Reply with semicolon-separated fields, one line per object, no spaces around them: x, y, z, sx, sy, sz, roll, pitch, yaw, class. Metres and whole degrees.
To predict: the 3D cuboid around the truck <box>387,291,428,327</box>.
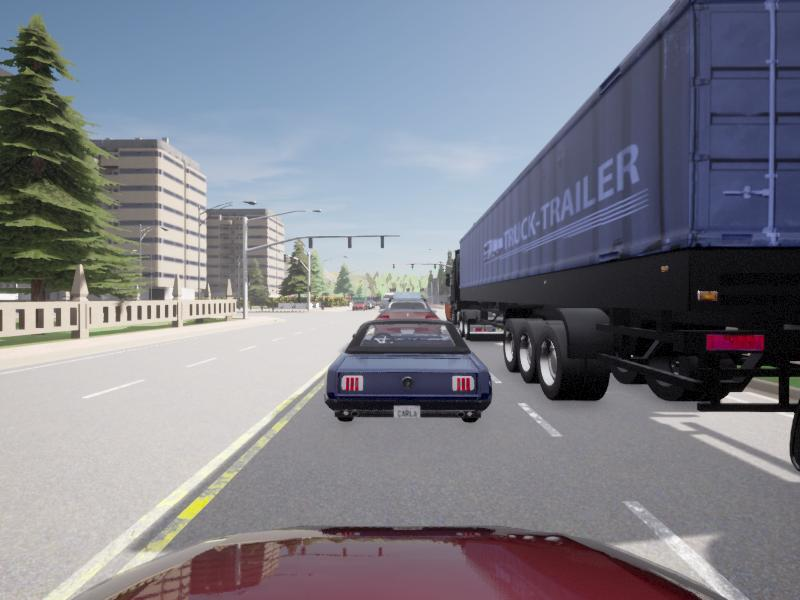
0.496;0.542;26.444;2.390;2.098;6.274;0;0;1;truck

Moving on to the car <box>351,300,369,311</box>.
-5.934;0.828;60.011;2.007;1.525;4.514;0;0;3;car

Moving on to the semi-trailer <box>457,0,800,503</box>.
3.699;-0.618;10.203;2.717;4.402;14.254;0;0;1;semi-trailer

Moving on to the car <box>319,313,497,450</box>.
0.126;0.944;6.620;1.895;1.301;4.718;0;0;1;car

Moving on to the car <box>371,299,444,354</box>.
0.272;0.781;14.371;2.152;1.651;5.027;0;0;1;car

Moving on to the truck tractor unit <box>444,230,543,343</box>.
3.843;-0.514;18.114;3.053;4.208;6.516;0;0;1;truck tractor unit

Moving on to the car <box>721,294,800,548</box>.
3.507;0.780;0.593;1.930;1.638;5.238;0;0;1;car

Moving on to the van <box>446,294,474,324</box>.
4.238;0.599;28.834;1.775;1.987;4.442;0;0;5;van

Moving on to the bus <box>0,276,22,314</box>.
-49.263;-0.534;44.816;10.273;4.253;3.944;0;0;1;bus

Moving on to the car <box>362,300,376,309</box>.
-5.621;0.777;73.200;2.033;1.649;4.856;0;0;1;car
